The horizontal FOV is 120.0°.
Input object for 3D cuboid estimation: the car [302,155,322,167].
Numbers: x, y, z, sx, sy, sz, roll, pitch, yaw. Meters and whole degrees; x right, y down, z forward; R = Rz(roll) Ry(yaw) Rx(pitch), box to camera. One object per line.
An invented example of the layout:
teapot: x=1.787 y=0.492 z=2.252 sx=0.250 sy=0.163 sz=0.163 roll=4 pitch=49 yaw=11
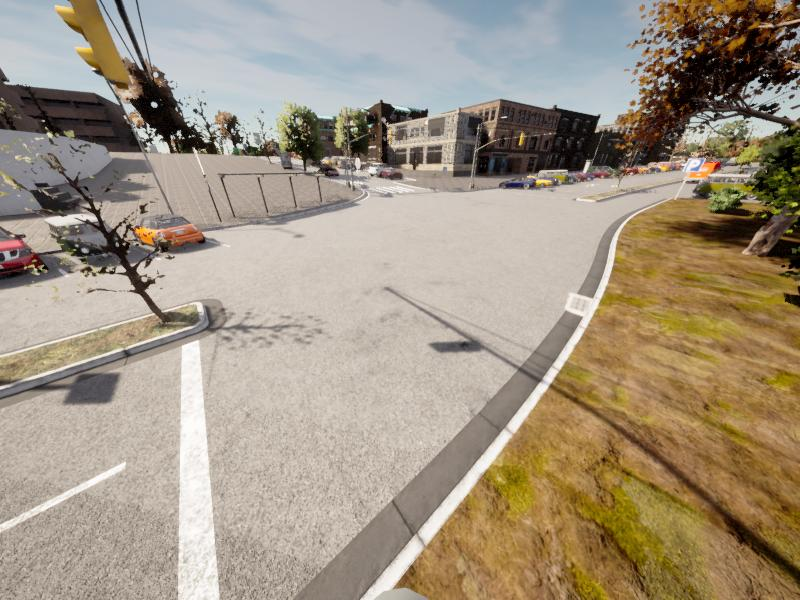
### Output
car: x=-18.132 y=-28.596 z=47.523 sx=1.932 sy=1.855 sz=4.605 roll=-23 pitch=42 yaw=-34

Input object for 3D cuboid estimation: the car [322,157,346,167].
car: x=-14.577 y=-30.665 z=51.280 sx=1.946 sy=1.575 sz=5.366 roll=21 pitch=37 yaw=23

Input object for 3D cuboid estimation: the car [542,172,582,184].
car: x=26.611 y=-20.140 z=38.075 sx=4.892 sy=1.521 sz=2.231 roll=19 pitch=36 yaw=32

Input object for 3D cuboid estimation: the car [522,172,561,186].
car: x=21.562 y=-18.424 z=35.211 sx=4.553 sy=1.767 sz=2.185 roll=19 pitch=36 yaw=31

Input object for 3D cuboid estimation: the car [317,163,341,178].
car: x=-11.187 y=-20.343 z=36.308 sx=1.851 sy=1.617 sz=3.988 roll=-23 pitch=42 yaw=-34

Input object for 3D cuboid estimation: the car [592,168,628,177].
car: x=41.921 y=-25.455 z=46.197 sx=5.008 sy=1.535 sz=2.097 roll=20 pitch=37 yaw=33

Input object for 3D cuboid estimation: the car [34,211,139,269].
car: x=-16.054 y=-3.211 z=11.856 sx=4.442 sy=1.987 sz=1.878 roll=15 pitch=34 yaw=27

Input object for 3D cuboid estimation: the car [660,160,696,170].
car: x=73.317 y=-35.569 z=61.045 sx=5.566 sy=2.045 sz=2.435 roll=22 pitch=38 yaw=36

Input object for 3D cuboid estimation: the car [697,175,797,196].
car: x=35.730 y=-12.037 z=24.127 sx=5.366 sy=1.575 sz=1.946 roll=21 pitch=37 yaw=31

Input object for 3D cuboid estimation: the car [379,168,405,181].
car: x=-1.231 y=-20.775 z=38.067 sx=2.002 sy=1.452 sz=4.674 roll=21 pitch=37 yaw=23

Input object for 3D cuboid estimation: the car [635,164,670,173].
car: x=60.044 y=-31.365 z=55.174 sx=5.366 sy=1.575 sz=1.946 roll=22 pitch=38 yaw=35

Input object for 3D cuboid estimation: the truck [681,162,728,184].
truck: x=44.342 y=-18.557 z=33.657 sx=5.204 sy=2.467 sz=2.627 roll=-19 pitch=35 yaw=-26

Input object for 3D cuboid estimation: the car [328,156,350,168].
car: x=-12.791 y=-29.317 z=49.059 sx=1.878 sy=1.987 sz=4.442 roll=21 pitch=37 yaw=23

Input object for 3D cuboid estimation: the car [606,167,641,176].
car: x=47.102 y=-27.159 z=48.787 sx=5.008 sy=1.535 sz=2.097 roll=21 pitch=38 yaw=34

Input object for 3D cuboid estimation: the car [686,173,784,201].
car: x=30.571 y=-10.506 z=21.390 sx=4.442 sy=1.987 sz=1.878 roll=20 pitch=38 yaw=31

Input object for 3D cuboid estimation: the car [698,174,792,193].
car: x=37.900 y=-13.039 z=25.682 sx=5.366 sy=1.575 sz=1.946 roll=21 pitch=38 yaw=31

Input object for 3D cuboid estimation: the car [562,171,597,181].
car: x=31.680 y=-21.906 z=40.851 sx=4.674 sy=1.452 sz=2.002 roll=19 pitch=36 yaw=32

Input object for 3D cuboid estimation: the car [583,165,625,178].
car: x=39.365 y=-24.796 z=44.732 sx=5.566 sy=2.045 sz=2.435 roll=20 pitch=37 yaw=33

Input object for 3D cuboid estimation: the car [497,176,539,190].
car: x=16.543 y=-16.502 z=32.563 sx=4.792 sy=1.488 sz=2.163 roll=18 pitch=36 yaw=31

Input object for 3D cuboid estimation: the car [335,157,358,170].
car: x=-10.866 y=-27.919 z=47.185 sx=1.878 sy=1.987 sz=4.442 roll=21 pitch=37 yaw=23

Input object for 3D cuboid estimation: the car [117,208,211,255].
car: x=-13.789 y=-4.164 z=13.541 sx=4.553 sy=1.767 sz=2.185 roll=15 pitch=35 yaw=27

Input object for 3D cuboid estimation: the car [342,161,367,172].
car: x=-8.914 y=-26.385 z=45.522 sx=2.231 sy=1.521 sz=4.892 roll=21 pitch=37 yaw=23

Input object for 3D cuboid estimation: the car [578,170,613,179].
car: x=36.781 y=-23.674 z=43.552 sx=4.674 sy=1.452 sz=2.002 roll=20 pitch=37 yaw=33

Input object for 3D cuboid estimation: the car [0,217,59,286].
car: x=-18.453 y=-2.226 z=10.271 sx=5.566 sy=2.045 sz=2.435 roll=15 pitch=34 yaw=27

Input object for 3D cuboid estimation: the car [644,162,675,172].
car: x=62.903 y=-32.281 z=56.119 sx=4.442 sy=1.987 sz=1.878 roll=22 pitch=38 yaw=35

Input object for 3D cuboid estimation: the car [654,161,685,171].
car: x=68.170 y=-33.897 z=58.556 sx=4.442 sy=1.987 sz=1.878 roll=22 pitch=38 yaw=35

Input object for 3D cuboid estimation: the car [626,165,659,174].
car: x=54.944 y=-29.664 z=52.587 sx=4.892 sy=1.521 sz=2.231 roll=22 pitch=38 yaw=35

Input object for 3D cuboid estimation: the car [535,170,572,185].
car: x=24.186 y=-19.390 z=36.497 sx=4.442 sy=1.987 sz=1.878 roll=19 pitch=36 yaw=31

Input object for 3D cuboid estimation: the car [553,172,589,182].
car: x=29.144 y=-21.005 z=39.471 sx=4.674 sy=1.452 sz=2.002 roll=19 pitch=37 yaw=32

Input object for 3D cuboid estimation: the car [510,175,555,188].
car: x=19.246 y=-17.332 z=33.735 sx=5.366 sy=1.575 sz=1.946 roll=18 pitch=36 yaw=31

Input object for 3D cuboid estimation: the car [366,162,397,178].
car: x=-3.124 y=-22.424 z=39.795 sx=2.435 sy=2.045 sz=5.566 roll=21 pitch=37 yaw=23

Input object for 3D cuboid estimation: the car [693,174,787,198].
car: x=33.092 y=-11.306 z=22.797 sx=4.553 sy=1.767 sz=2.185 roll=20 pitch=37 yaw=31
